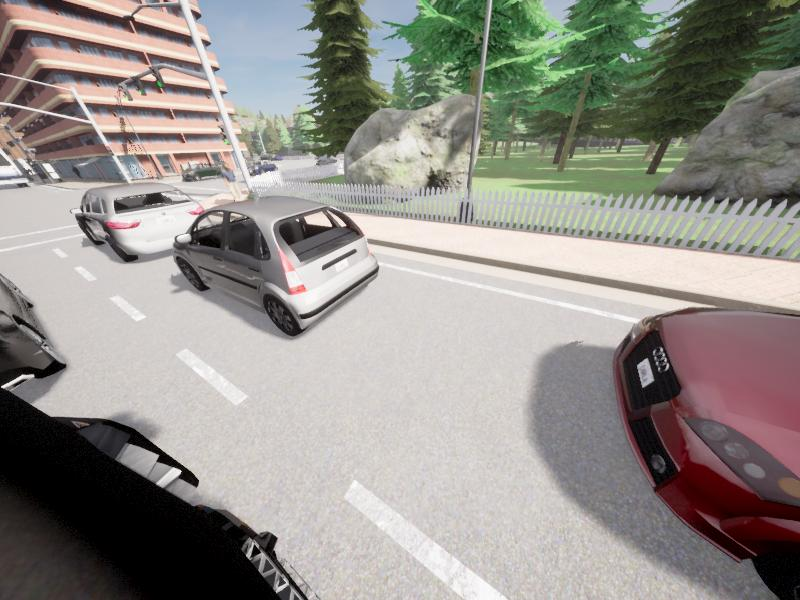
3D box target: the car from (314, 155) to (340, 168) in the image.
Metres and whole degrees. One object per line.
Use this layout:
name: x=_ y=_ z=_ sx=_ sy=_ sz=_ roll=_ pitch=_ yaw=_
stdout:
car: x=-11.495 y=-22.081 z=36.731 sx=2.033 sy=1.411 sz=5.357 roll=1 pitch=34 yaw=5

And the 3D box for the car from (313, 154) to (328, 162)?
car: x=-18.368 y=-32.728 z=53.208 sx=1.837 sy=1.490 sz=4.892 roll=-20 pitch=37 yaw=-24

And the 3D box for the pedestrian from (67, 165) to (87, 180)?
pedestrian: x=-45.488 y=-17.962 z=32.526 sx=0.751 sy=1.860 sz=0.751 roll=17 pitch=38 yaw=27

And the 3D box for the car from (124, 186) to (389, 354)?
car: x=-2.423 y=-0.929 z=4.082 sx=3.988 sy=1.617 sz=1.851 roll=16 pitch=38 yaw=27

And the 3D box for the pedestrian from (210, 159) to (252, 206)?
pedestrian: x=-7.884 y=-5.505 z=10.849 sx=0.751 sy=1.860 sz=0.751 roll=18 pitch=39 yaw=28

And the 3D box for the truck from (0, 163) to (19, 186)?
truck: x=-60.299 y=-18.904 z=33.628 sx=8.468 sy=3.827 sz=2.891 roll=16 pitch=38 yaw=27

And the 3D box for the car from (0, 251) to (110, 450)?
car: x=-6.015 y=0.307 z=2.586 sx=4.902 sy=1.511 sz=2.128 roll=16 pitch=38 yaw=27

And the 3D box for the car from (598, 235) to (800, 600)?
car: x=3.740 y=0.999 z=0.917 sx=4.181 sy=1.385 sz=1.994 roll=18 pitch=39 yaw=28

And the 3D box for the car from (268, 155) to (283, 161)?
car: x=-38.889 y=-44.253 z=72.165 sx=4.193 sy=1.474 sz=1.816 roll=17 pitch=38 yaw=27

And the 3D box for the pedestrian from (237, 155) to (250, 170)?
pedestrian: x=-24.376 y=-21.407 z=35.975 sx=0.751 sy=1.860 sz=0.751 roll=3 pitch=34 yaw=9

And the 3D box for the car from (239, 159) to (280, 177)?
car: x=-16.471 y=-15.686 z=27.412 sx=1.970 sy=1.475 sz=3.806 roll=4 pitch=34 yaw=10

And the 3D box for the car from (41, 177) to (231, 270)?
car: x=-7.775 y=-2.548 z=6.878 sx=4.611 sy=1.667 sz=2.242 roll=17 pitch=38 yaw=27

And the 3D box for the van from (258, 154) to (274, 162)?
van: x=-40.264 y=-42.609 z=69.340 sx=4.442 sy=1.987 sz=1.775 roll=17 pitch=38 yaw=27

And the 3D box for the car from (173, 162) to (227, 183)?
car: x=-21.156 y=-13.662 z=24.658 sx=1.789 sy=1.549 sz=3.705 roll=9 pitch=35 yaw=17

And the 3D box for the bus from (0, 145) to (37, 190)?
bus: x=-49.466 y=-15.800 z=27.737 sx=10.273 sy=4.253 sz=3.944 roll=16 pitch=38 yaw=27
